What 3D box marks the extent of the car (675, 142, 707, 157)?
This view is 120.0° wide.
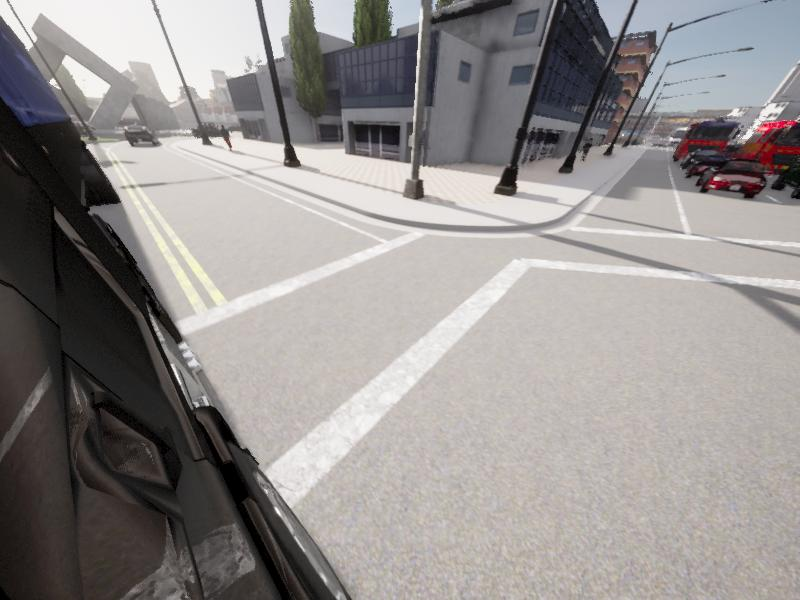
[{"bbox_3d":[38.596,-20.100,30.749,1.994,1.385,4.181,30,46,32],"label":"car"}]

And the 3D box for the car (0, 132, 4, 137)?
[{"bbox_3d":[-42.453,-16.510,21.800,4.605,1.855,1.932,-9,39,-15],"label":"car"}]

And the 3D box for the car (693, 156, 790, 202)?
[{"bbox_3d":[17.133,-6.364,11.895,1.816,1.474,4.193,30,45,32],"label":"car"}]

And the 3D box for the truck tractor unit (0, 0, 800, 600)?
[{"bbox_3d":[-2.645,-0.295,0.352,6.516,4.208,3.053,28,44,30],"label":"truck tractor unit"}]

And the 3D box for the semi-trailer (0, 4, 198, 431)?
[{"bbox_3d":[-8.518,-3.706,4.421,14.254,4.402,2.717,30,45,32],"label":"semi-trailer"}]

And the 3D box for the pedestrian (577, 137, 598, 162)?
[{"bbox_3d":[17.077,-13.705,21.079,0.751,1.860,0.751,18,39,20],"label":"pedestrian"}]

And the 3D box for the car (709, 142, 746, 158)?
[{"bbox_3d":[42.829,-19.718,30.296,1.970,1.475,3.806,30,46,32],"label":"car"}]

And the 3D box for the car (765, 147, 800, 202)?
[{"bbox_3d":[21.529,-6.205,11.436,2.150,2.045,5.566,30,45,32],"label":"car"}]

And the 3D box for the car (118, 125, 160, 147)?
[{"bbox_3d":[-25.126,-15.998,22.448,1.837,1.490,4.892,-22,43,-29],"label":"car"}]

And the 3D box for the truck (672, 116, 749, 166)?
[{"bbox_3d":[32.681,-17.206,24.855,2.891,3.827,8.468,30,46,32],"label":"truck"}]

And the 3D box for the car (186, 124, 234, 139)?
[{"bbox_3d":[-28.148,-25.150,34.467,1.930,1.638,5.238,12,38,12],"label":"car"}]

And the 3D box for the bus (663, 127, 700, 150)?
[{"bbox_3d":[70.047,-40.383,57.863,3.944,4.253,10.273,30,44,32],"label":"bus"}]

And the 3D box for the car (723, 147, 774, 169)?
[{"bbox_3d":[34.420,-14.213,22.983,1.812,1.442,4.674,30,46,32],"label":"car"}]

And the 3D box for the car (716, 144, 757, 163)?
[{"bbox_3d":[38.617,-16.988,26.645,1.816,1.474,4.193,30,46,32],"label":"car"}]

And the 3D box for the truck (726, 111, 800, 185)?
[{"bbox_3d":[28.593,-11.333,17.078,2.891,3.827,8.468,30,46,32],"label":"truck"}]

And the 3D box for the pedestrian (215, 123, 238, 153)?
[{"bbox_3d":[-13.381,-12.514,17.850,0.751,1.860,0.751,-25,45,-32],"label":"pedestrian"}]

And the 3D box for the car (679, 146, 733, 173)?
[{"bbox_3d":[26.597,-12.383,20.268,2.038,1.542,4.974,30,46,32],"label":"car"}]

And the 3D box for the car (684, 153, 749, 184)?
[{"bbox_3d":[21.908,-9.325,16.195,1.994,1.385,4.181,31,45,33],"label":"car"}]

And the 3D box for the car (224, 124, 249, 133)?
[{"bbox_3d":[-41.299,-43.572,58.583,4.611,1.667,2.242,-9,38,-15],"label":"car"}]

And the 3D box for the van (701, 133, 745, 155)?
[{"bbox_3d":[48.144,-23.473,34.667,2.351,2.431,6.366,30,45,32],"label":"van"}]
